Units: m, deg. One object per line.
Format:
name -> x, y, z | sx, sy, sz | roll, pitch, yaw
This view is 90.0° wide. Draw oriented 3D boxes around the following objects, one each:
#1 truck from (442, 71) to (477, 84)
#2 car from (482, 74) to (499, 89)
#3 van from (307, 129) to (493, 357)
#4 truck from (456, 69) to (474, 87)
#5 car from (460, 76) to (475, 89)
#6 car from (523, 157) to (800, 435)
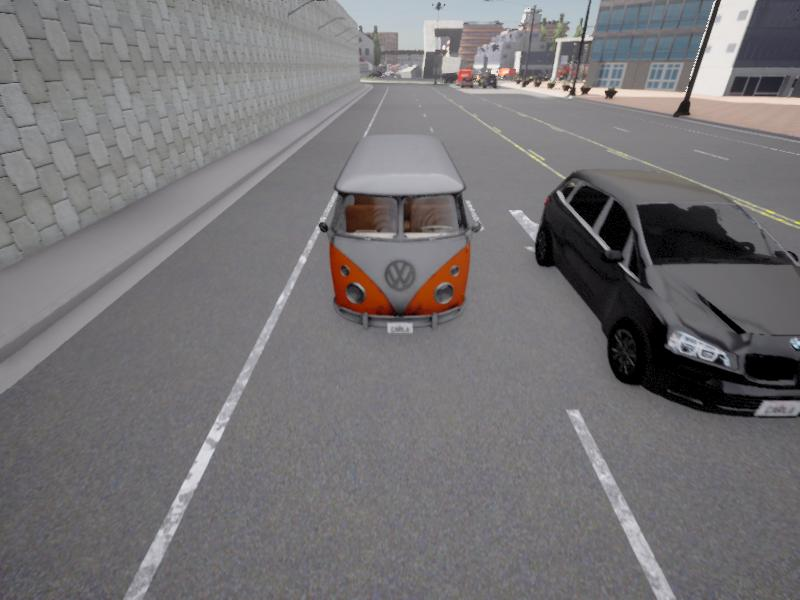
truck -> 11.506, -43.273, 77.868 | 6.274, 2.098, 2.390 | -7, 31, -11
car -> 14.002, -33.828, 61.960 | 1.905, 1.878, 3.866 | 2, 30, 3
van -> -0.001, -1.296, 6.244 | 1.775, 1.987, 4.442 | 0, 30, 0
truck -> 11.164, -38.349, 69.113 | 2.627, 2.467, 5.204 | 3, 31, 6
car -> 10.533, -34.046, 62.664 | 1.851, 1.617, 3.988 | 2, 30, 3
car -> 3.501, -0.601, 5.371 | 2.242, 1.667, 4.611 | 0, 30, 0
